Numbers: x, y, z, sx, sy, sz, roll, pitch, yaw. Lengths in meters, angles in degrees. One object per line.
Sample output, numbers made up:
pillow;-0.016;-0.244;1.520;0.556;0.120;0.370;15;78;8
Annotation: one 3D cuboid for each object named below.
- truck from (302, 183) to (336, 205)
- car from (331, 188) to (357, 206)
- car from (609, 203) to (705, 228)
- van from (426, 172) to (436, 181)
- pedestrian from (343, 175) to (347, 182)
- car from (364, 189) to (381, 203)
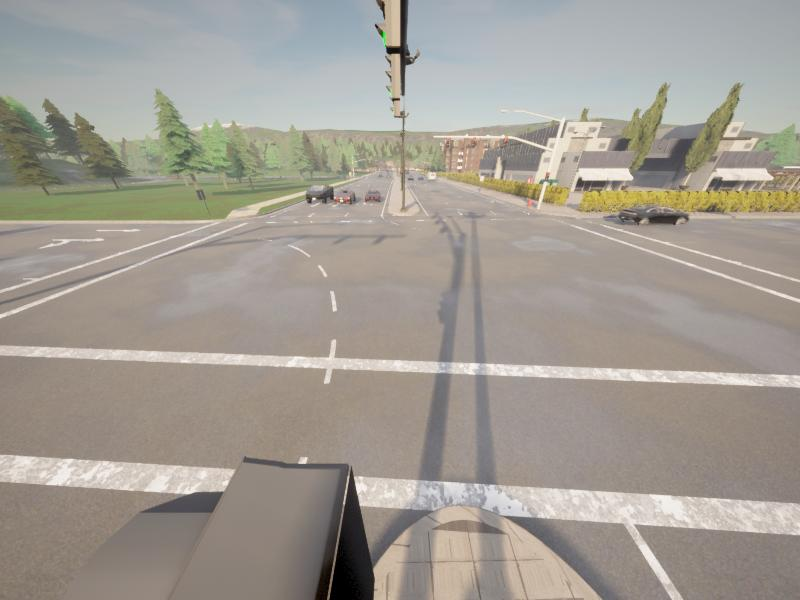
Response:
truck;-10.710;-14.415;31.174;2.390;2.098;6.274;0;30;-1
car;-7.190;-13.642;30.312;2.152;1.651;5.027;0;30;-1
car;20.618;-6.913;18.770;4.902;1.511;2.128;0;30;0
van;10.659;-42.364;79.256;2.351;2.431;6.366;0;30;0
pedestrian;-16.735;-37.248;70.608;0.751;1.860;0.751;0;30;1
car;-3.720;-14.464;31.989;1.994;1.385;4.181;0;30;-1
